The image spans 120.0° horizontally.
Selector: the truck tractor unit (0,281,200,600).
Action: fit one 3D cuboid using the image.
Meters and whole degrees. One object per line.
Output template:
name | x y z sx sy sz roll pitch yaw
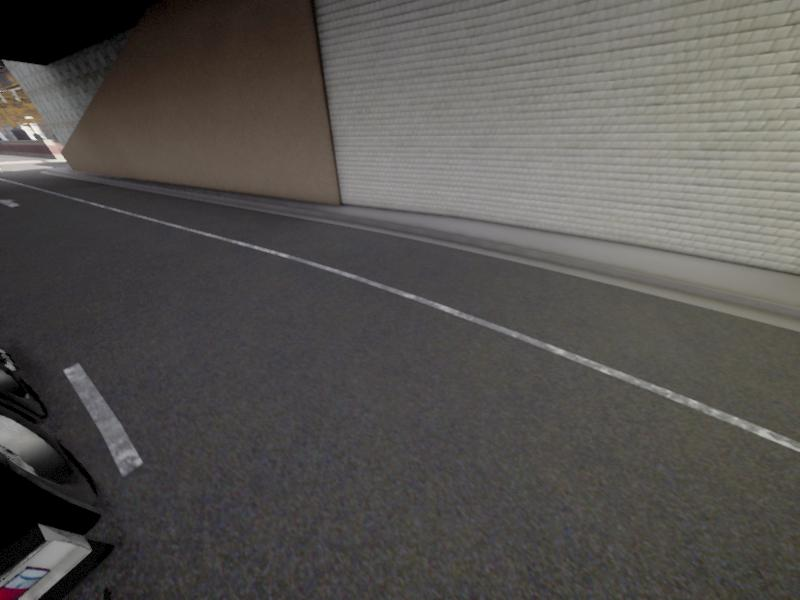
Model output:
truck tractor unit | -5.139 -0.271 0.734 6.516 4.208 3.053 17 39 23
